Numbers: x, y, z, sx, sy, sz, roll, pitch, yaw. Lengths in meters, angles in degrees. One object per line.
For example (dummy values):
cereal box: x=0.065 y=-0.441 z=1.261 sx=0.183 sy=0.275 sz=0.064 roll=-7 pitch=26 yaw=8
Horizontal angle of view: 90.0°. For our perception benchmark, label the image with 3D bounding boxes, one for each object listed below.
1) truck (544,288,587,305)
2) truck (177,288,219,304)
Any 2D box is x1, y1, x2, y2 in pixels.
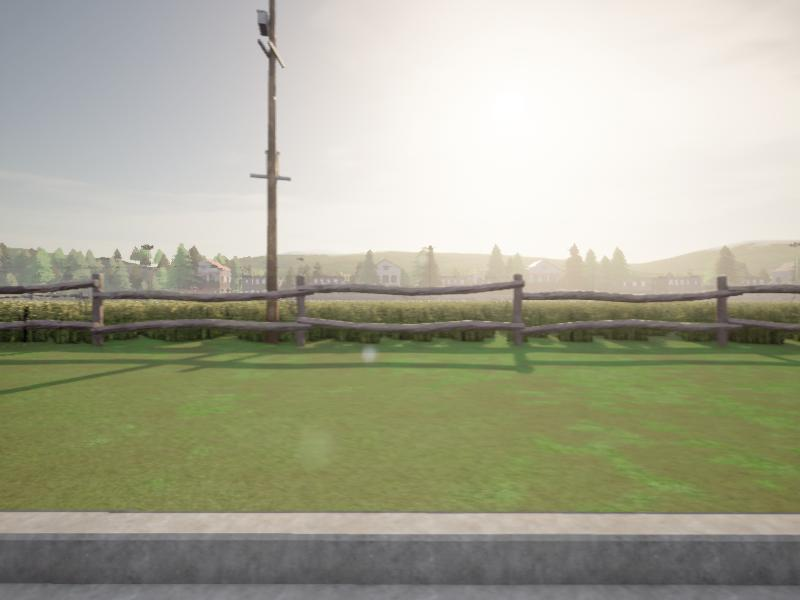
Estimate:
truck: x=37.827 y=-0.861 z=91.568 sx=8.468 sy=3.827 sz=2.891 roll=0 pitch=0 yaw=0
truck: x=-48.200 y=-1.006 z=95.545 sx=8.468 sy=3.827 sz=2.891 roll=0 pitch=0 yaw=0
